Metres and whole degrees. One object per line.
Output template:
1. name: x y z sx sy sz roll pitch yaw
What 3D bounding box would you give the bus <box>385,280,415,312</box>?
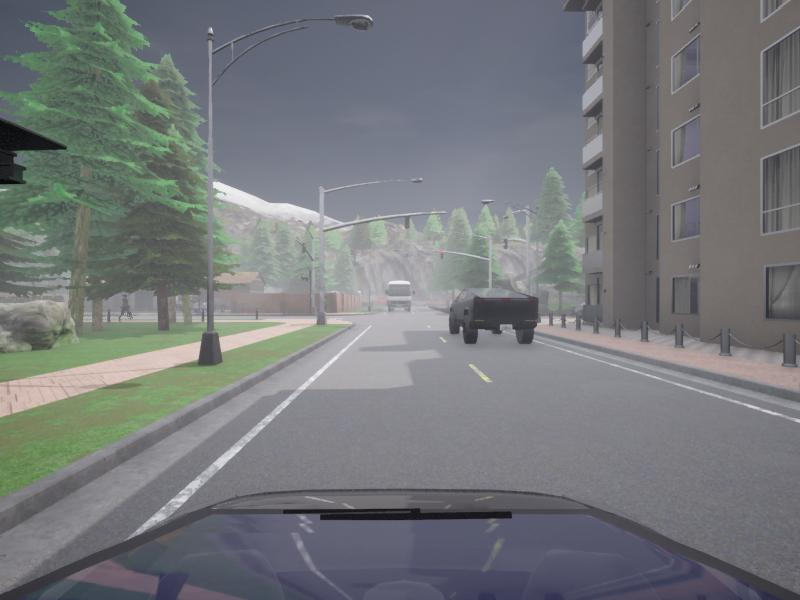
1. bus: 0.035 -0.534 57.845 3.944 4.253 10.273 0 0 0

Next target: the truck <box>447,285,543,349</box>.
1. truck: 3.475 0.542 16.195 2.390 2.098 6.274 0 0 0

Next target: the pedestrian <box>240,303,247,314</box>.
1. pedestrian: -16.250 0.856 41.472 0.500 1.100 0.500 0 0 -3

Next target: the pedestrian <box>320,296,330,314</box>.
1. pedestrian: -7.833 0.477 41.897 0.751 1.860 0.751 0 0 -43

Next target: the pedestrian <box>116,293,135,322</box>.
1. pedestrian: -17.962 0.471 26.186 0.751 1.860 0.751 0 0 0

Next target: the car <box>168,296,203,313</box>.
1. car: -24.091 0.505 45.073 1.905 1.878 3.866 0 0 -1

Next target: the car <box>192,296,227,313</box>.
1. car: -21.587 0.503 45.523 1.932 1.855 4.605 0 0 -1
